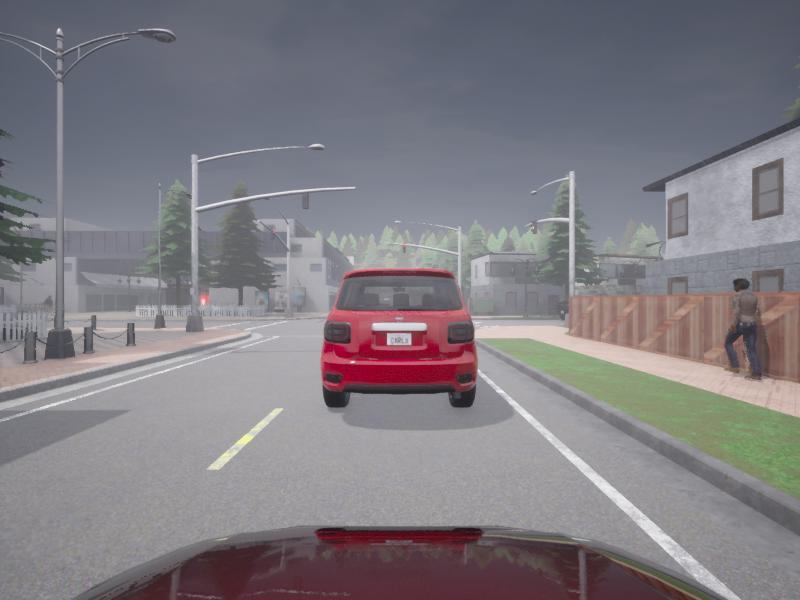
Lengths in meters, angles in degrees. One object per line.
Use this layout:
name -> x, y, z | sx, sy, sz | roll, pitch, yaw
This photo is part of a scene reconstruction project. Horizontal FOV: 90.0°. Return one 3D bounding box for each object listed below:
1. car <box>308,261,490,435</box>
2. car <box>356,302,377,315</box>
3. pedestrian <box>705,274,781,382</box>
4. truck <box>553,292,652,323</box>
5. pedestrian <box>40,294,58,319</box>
car -> -0.013, 0.568, 7.496 | 2.150, 2.045, 5.566 | 0, 0, 0
car -> -3.565, 0.907, 43.454 | 1.994, 1.385, 4.181 | 0, 0, 0
pedestrian -> 6.228, 0.485, 7.299 | 0.751, 1.860, 0.751 | 0, 0, 0
truck -> 14.789, 0.523, 29.358 | 6.274, 2.098, 2.390 | 0, 0, -9
pedestrian -> -27.225, 0.500, 31.070 | 0.751, 1.860, 0.751 | 0, 0, -2
